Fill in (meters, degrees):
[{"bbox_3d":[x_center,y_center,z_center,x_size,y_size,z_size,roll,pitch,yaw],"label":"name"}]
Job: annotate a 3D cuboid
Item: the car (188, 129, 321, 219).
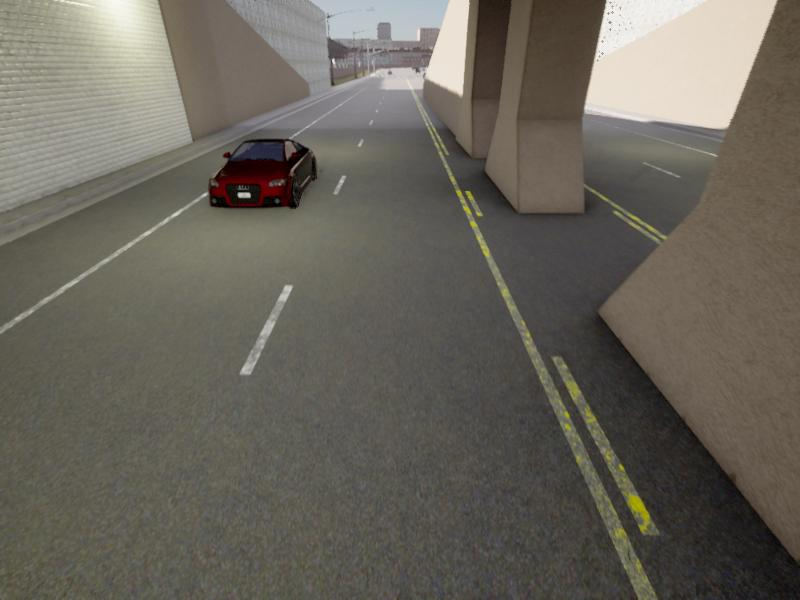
[{"bbox_3d":[-3.511,-3.526,10.637,1.994,1.385,4.181,0,30,0],"label":"car"}]
